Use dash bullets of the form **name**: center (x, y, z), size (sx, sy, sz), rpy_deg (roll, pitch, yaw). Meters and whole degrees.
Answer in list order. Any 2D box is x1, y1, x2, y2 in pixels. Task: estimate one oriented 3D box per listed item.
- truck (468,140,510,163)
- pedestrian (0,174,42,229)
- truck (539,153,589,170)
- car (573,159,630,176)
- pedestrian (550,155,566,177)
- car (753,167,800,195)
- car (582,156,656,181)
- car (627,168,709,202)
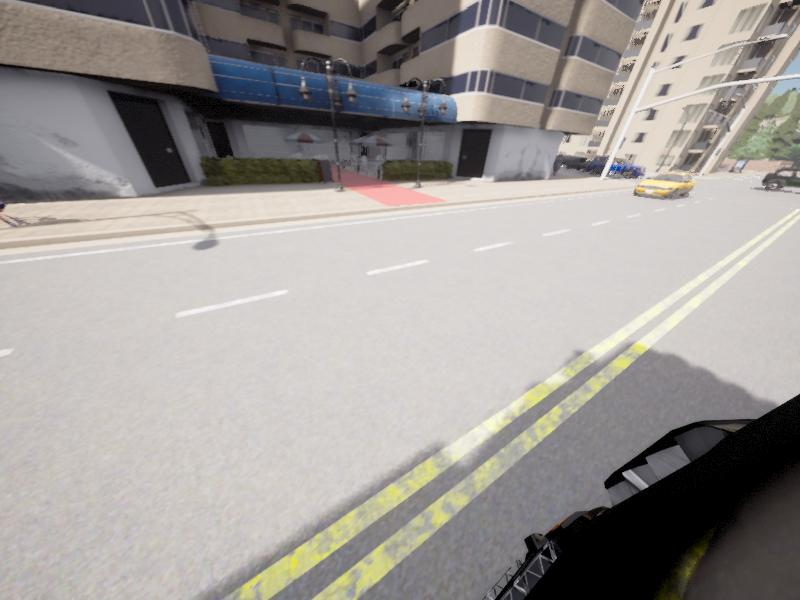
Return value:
- **truck**: center (19.567, -33.227, 51.529), size (2.891, 3.827, 8.468), rpy_deg (-16, 38, -25)
- **pedestrian**: center (-9.432, -2.319, 5.443), size (0.500, 1.100, 0.500), rpy_deg (-16, 38, -25)
- **truck**: center (28.131, -24.026, 39.897), size (2.390, 2.098, 6.274), rpy_deg (-17, 38, -26)
- **car**: center (26.637, -17.719, 30.770), size (1.930, 1.638, 5.238), rpy_deg (-17, 38, -26)
- **pedestrian**: center (15.892, -13.527, 23.254), size (0.751, 1.860, 0.751), rpy_deg (19, 37, 23)
- **car**: center (34.445, -10.243, 19.890), size (1.905, 1.878, 3.866), rpy_deg (-17, 38, -26)
- **car**: center (25.207, -15.474, 26.949), size (2.150, 2.045, 5.566), rpy_deg (-17, 38, -26)
- **car**: center (17.291, -7.498, 14.896), size (5.366, 1.575, 1.801), rpy_deg (-17, 38, -26)
